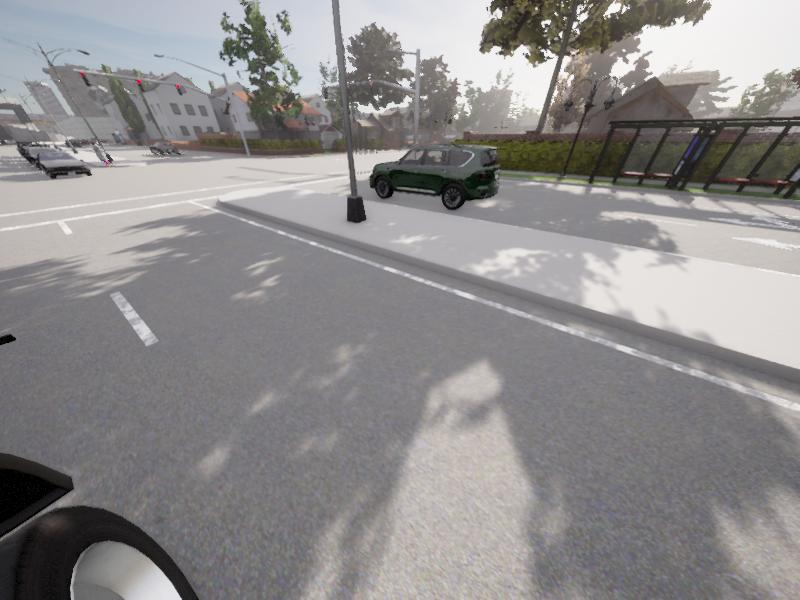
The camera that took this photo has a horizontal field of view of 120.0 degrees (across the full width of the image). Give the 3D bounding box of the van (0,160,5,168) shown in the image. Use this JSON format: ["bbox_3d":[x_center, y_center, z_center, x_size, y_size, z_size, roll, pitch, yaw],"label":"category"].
[{"bbox_3d":[-36.176,-12.372,19.506,4.480,2.038,2.069,22,41,28],"label":"van"}]

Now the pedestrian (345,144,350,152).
[{"bbox_3d":[-8.758,-25.488,38.842,0.500,1.100,0.500,23,41,29],"label":"pedestrian"}]

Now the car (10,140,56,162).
[{"bbox_3d":[-40.560,-16.548,25.544,3.866,1.878,1.905,22,41,28],"label":"car"}]

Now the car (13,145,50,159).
[{"bbox_3d":[-46.089,-18.550,28.871,4.718,1.301,1.895,22,41,28],"label":"car"}]

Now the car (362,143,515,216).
[{"bbox_3d":[1.293,-5.246,9.610,5.566,2.045,2.150,22,41,28],"label":"car"}]

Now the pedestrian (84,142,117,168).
[{"bbox_3d":[-25.422,-12.345,19.651,0.751,1.860,0.751,15,38,20],"label":"pedestrian"}]

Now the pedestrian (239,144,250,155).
[{"bbox_3d":[-22.005,-21.340,32.677,0.751,1.300,0.751,21,40,27],"label":"pedestrian"}]

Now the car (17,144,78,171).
[{"bbox_3d":[-29.567,-12.008,19.378,5.238,1.638,1.930,22,40,27],"label":"car"}]

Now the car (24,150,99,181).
[{"bbox_3d":[-22.959,-9.199,15.643,5.357,1.411,2.033,22,41,28],"label":"car"}]

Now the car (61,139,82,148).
[{"bbox_3d":[-79.024,-37.675,55.553,4.856,1.649,2.033,22,41,28],"label":"car"}]

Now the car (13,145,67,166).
[{"bbox_3d":[-35.337,-14.261,22.683,4.792,1.488,2.163,22,41,28],"label":"car"}]

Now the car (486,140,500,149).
[{"bbox_3d":[24.790,-41.414,61.291,1.932,1.855,4.605,22,41,28],"label":"car"}]

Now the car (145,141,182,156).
[{"bbox_3d":[-34.387,-22.013,33.581,5.027,1.651,2.152,22,41,28],"label":"car"}]

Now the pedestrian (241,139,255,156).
[{"bbox_3d":[-20.562,-20.667,31.243,0.751,1.860,0.751,18,39,24],"label":"pedestrian"}]

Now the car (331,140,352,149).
[{"bbox_3d":[-11.891,-31.665,46.973,3.806,1.475,1.970,22,41,28],"label":"car"}]
